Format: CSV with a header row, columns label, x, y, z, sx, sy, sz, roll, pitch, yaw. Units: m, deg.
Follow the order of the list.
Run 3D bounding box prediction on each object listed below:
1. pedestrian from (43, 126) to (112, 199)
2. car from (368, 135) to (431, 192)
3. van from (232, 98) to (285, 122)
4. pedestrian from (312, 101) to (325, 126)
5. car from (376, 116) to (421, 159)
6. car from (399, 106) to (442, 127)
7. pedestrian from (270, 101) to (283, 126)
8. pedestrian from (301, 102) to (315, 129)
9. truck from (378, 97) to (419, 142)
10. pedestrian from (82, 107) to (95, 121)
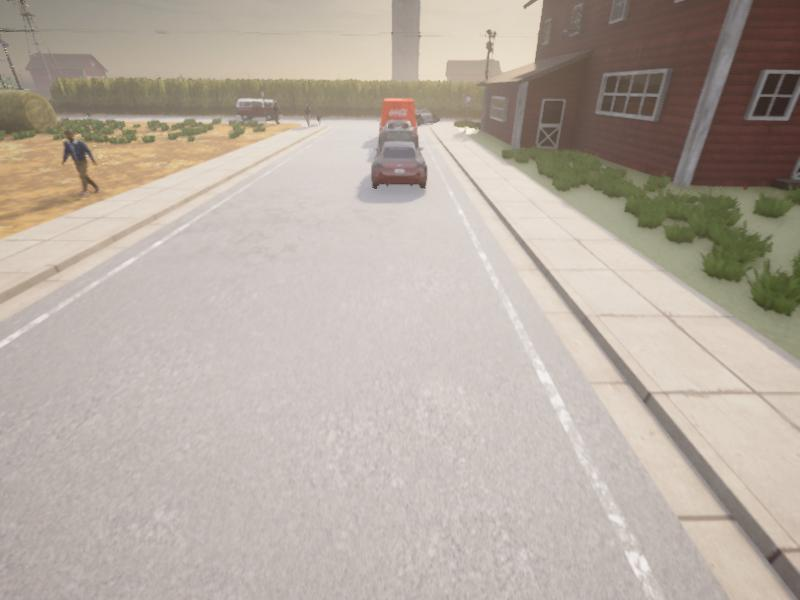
label,x,y,z,sx,sy,sz,roll,pitch,yaw
pedestrian,-9.081,-3.894,11.337,0.751,1.860,0.751,-2,28,-4
car,-0.050,-5.176,14.851,1.994,1.385,4.181,0,28,-1
van,-14.502,-19.575,41.189,4.480,2.038,2.069,1,28,0
pedestrian,-6.918,-15.789,33.922,0.751,1.860,0.751,2,28,2
car,-0.084,-8.901,21.639,2.152,1.651,5.027,0,28,0
car,2.036,-17.834,38.730,2.038,1.542,4.974,16,32,27
pedestrian,-10.313,-15.600,33.497,0.751,1.860,0.751,-6,29,-13
pedestrian,-7.302,-14.650,31.757,0.751,1.860,0.751,2,28,2
truck,-0.108,-12.904,28.342,2.627,2.467,5.204,0,29,0
pedestrian,-28.962,-17.287,37.198,0.500,1.100,0.500,0,28,-1
